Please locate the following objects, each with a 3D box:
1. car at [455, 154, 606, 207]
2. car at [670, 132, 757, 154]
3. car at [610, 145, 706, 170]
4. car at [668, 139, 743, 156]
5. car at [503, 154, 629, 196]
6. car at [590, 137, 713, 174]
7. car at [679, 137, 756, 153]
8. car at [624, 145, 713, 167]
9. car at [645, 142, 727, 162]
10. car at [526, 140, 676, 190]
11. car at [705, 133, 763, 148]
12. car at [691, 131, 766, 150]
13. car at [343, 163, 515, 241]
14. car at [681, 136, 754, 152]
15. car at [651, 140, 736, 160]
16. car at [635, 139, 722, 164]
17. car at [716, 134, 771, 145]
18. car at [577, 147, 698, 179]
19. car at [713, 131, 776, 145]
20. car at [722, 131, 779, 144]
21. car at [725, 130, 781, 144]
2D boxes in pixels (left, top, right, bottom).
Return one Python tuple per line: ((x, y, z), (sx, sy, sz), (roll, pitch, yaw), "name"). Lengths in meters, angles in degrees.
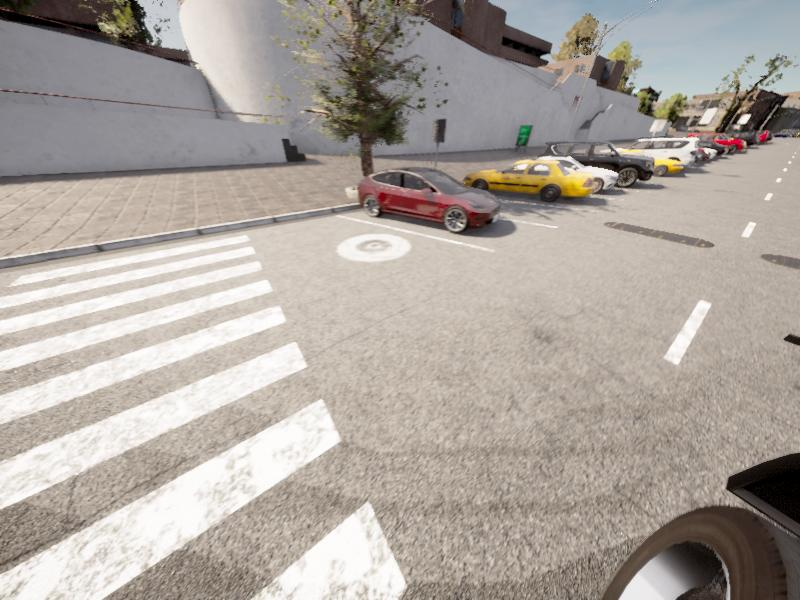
((5.475, -5.508, 10.345), (5.366, 1.575, 1.946), (21, 41, 29), "car")
((37.616, -19.023, 28.082), (5.566, 2.045, 2.435), (21, 41, 29), "car")
((20.361, -11.538, 18.636), (4.792, 1.488, 2.163), (21, 41, 29), "car")
((35.165, -17.752, 26.868), (4.792, 1.488, 2.163), (21, 41, 29), "car")
((8.089, -6.428, 11.687), (4.674, 1.452, 2.002), (21, 40, 29), "car")
((17.900, -10.741, 17.094), (5.566, 2.045, 2.435), (21, 41, 29), "car")
((40.208, -19.808, 29.519), (5.366, 1.575, 1.946), (21, 41, 29), "car")
((22.852, -12.554, 20.020), (4.674, 1.452, 2.002), (21, 40, 29), "car")
((27.765, -14.628, 22.769), (4.674, 1.452, 2.002), (21, 41, 29), "car")
((10.575, -7.667, 12.905), (5.566, 2.045, 2.435), (21, 40, 29), "car")
((52.360, -25.118, 36.410), (4.553, 1.767, 2.185), (21, 41, 29), "car")
((47.390, -23.178, 33.603), (5.566, 2.045, 2.435), (21, 41, 29), "car")
((0.737, -3.409, 7.469), (4.792, 1.488, 2.163), (21, 40, 29), "car")
((42.355, -20.957, 31.069), (5.366, 1.575, 1.946), (21, 41, 29), "car")
((30.227, -15.696, 24.113), (5.008, 1.535, 2.097), (21, 41, 29), "car")
((25.280, -13.736, 21.313), (4.553, 1.767, 2.185), (21, 41, 29), "car")
((64.477, -30.206, 43.507), (5.366, 1.575, 1.946), (21, 41, 29), "car")
((15.621, -9.449, 15.750), (5.366, 1.575, 1.946), (21, 40, 29), "car")
((62.140, -29.338, 41.904), (5.566, 2.045, 2.435), (21, 41, 29), "car")
((69.534, -32.398, 46.051), (5.566, 2.045, 2.435), (21, 41, 29), "car")
((72.061, -33.399, 47.407), (5.566, 2.045, 2.435), (21, 40, 29), "car")
